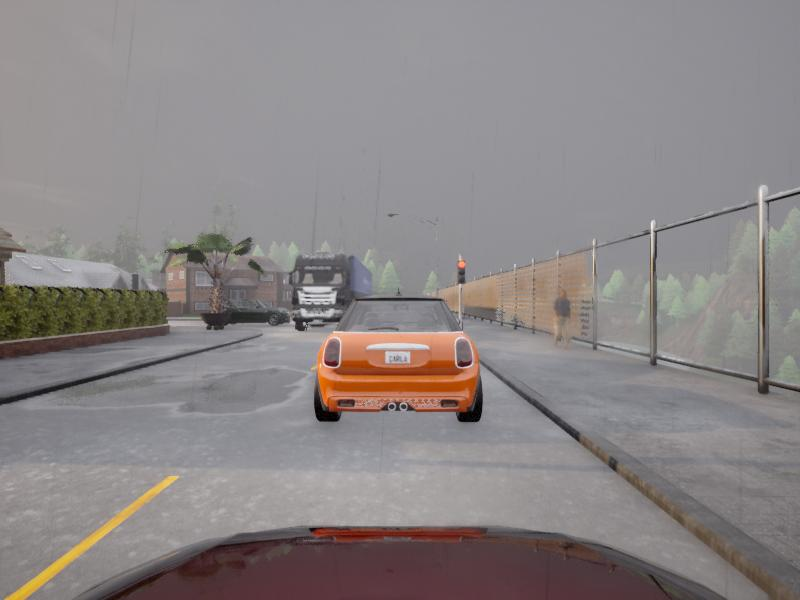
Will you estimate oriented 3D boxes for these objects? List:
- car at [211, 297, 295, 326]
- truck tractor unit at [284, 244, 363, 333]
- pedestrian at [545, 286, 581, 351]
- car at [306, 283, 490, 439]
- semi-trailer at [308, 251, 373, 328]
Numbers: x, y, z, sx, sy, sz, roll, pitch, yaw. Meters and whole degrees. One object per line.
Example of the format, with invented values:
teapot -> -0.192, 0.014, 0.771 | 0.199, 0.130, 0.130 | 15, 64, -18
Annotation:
car -> -9.095, 0.694, 25.055 | 4.553, 1.767, 2.097 | 0, 0, -5
truck tractor unit -> -3.887, -0.523, 22.076 | 3.053, 4.208, 6.516 | 0, 0, 0
pedestrian -> 4.849, 0.533, 11.946 | 0.751, 1.860, 0.751 | 0, 0, -3
car -> -0.001, 0.694, 6.836 | 2.097, 1.767, 4.553 | 0, 0, 1
semi-trailer -> -3.856, -0.618, 29.990 | 2.717, 4.402, 14.254 | 0, 0, 0
